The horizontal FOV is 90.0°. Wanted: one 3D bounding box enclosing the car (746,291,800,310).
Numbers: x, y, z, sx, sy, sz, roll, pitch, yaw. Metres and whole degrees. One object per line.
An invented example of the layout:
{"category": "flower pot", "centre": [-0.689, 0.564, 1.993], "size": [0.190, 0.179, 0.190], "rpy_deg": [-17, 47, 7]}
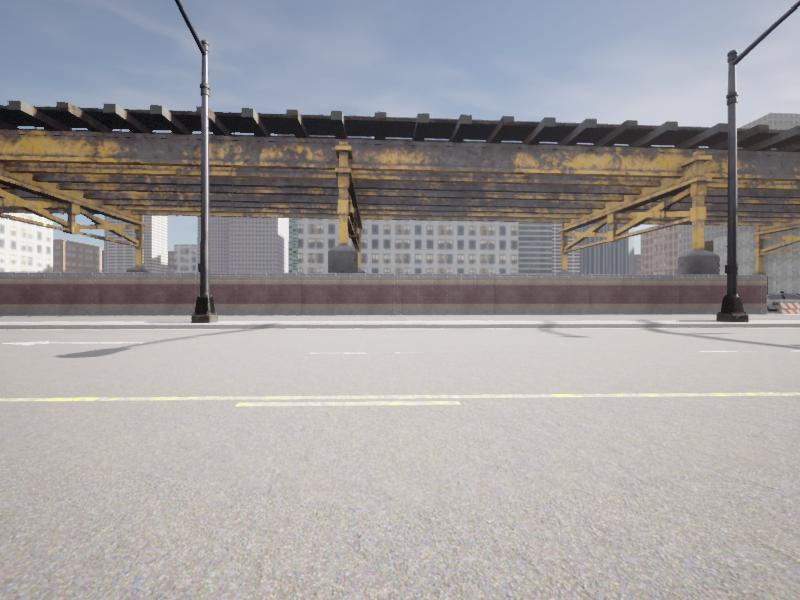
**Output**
{"category": "car", "centre": [26.964, 0.038, 27.700], "size": [4.536, 1.218, 1.853], "rpy_deg": [0, 0, 42]}

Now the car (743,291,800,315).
{"category": "car", "centre": [27.003, 0.196, 27.666], "size": [4.974, 1.542, 2.038], "rpy_deg": [0, 0, 42]}
